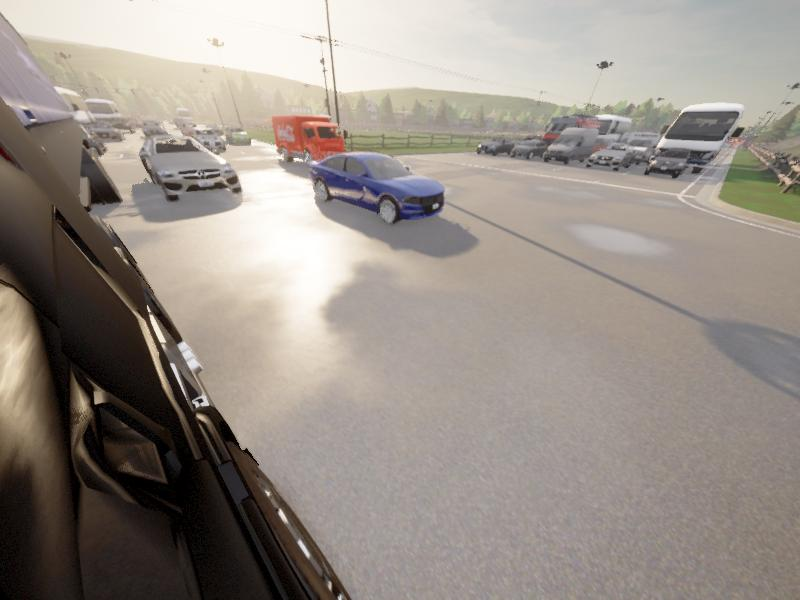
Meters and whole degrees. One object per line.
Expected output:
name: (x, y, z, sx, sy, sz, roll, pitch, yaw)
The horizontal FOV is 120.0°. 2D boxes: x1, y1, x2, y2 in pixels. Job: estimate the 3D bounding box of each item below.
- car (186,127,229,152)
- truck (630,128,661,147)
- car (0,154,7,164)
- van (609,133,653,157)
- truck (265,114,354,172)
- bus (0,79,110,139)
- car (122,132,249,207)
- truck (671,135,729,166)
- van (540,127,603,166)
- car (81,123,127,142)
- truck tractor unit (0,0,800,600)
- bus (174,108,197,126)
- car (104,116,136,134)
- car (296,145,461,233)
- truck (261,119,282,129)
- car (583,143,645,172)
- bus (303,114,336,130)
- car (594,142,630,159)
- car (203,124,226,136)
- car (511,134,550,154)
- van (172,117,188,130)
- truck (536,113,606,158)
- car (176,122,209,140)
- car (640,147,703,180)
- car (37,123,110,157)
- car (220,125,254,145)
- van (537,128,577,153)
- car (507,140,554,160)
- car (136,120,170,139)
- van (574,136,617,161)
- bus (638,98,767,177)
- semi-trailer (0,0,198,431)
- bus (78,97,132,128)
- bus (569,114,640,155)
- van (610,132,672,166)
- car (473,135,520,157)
car: (-16.124, -13.459, 19.326, 1.970, 1.475, 3.806, -26, 45, -32)
truck: (64.632, -42.773, 60.791, 8.468, 3.827, 2.891, -25, 45, -32)
car: (-19.545, -6.367, 9.758, 1.812, 1.442, 4.674, -28, 46, -34)
van: (31.703, -21.348, 31.696, 6.366, 2.431, 2.351, -25, 45, -32)
truck: (-5.546, -9.798, 14.243, 2.627, 2.467, 5.204, -30, 48, -35)
bus: (-36.686, -20.482, 25.166, 3.944, 4.253, 10.273, -25, 45, -31)
car: (-7.913, -5.000, 8.457, 5.027, 1.651, 2.152, 31, 46, 33)
truck: (32.056, -16.079, 24.696, 5.204, 2.467, 2.627, -26, 45, -32)
van: (15.283, -13.702, 20.541, 5.915, 2.561, 1.988, -25, 45, -31)
car: (-28.950, -16.530, 22.761, 1.994, 1.385, 4.181, -25, 45, -31)
truck tractor unit: (-2.645, -0.295, 0.351, 6.516, 4.208, 3.053, 28, 44, 30)
bus: (-70.914, -60.558, 76.352, 3.944, 4.253, 10.273, -25, 45, -31)
car: (-38.572, -24.226, 31.986, 1.905, 1.878, 3.866, -25, 44, -31)
car: (-0.917, -3.773, 7.296, 5.008, 1.535, 1.882, 29, 45, 31)
truck: (-43.026, -59.171, 77.567, 5.204, 2.467, 2.627, -25, 45, -31)
car: (17.183, -11.503, 18.495, 5.027, 1.651, 2.152, -25, 45, -32)
bus: (-29.597, -65.996, 85.899, 10.273, 4.253, 3.944, -25, 45, -31)
car: (25.629, -18.114, 27.884, 4.674, 1.442, 1.812, -25, 45, -32)
car: (-29.293, -26.895, 36.481, 1.994, 1.385, 4.181, -25, 45, -31)
car: (16.102, -19.285, 28.536, 4.605, 1.855, 1.932, -25, 45, -31)
van: (-45.397, -36.402, 47.658, 1.775, 1.987, 4.442, -24, 44, -30)
truck: (20.030, -19.159, 26.974, 8.468, 3.827, 2.891, -25, 45, -32)
car: (-25.122, -20.410, 27.871, 2.242, 1.667, 4.611, -25, 45, -31)
car: (18.771, -9.515, 15.963, 3.988, 1.617, 1.851, -25, 45, -31)
car: (-20.510, -10.233, 14.741, 1.789, 1.549, 3.705, -26, 45, -33)
car: (-17.881, -18.095, 25.329, 2.007, 1.525, 4.514, -25, 45, -31)
van: (22.042, -22.327, 32.356, 5.915, 2.561, 1.988, -25, 45, -32)
car: (13.021, -14.963, 22.952, 4.892, 1.490, 1.837, -25, 45, -32)
car: (-30.022, -20.855, 28.181, 2.242, 1.667, 4.611, -25, 45, -31)
van: (20.630, -15.988, 24.333, 4.442, 1.987, 1.775, -25, 45, -31)
bus: (24.722, -13.239, 19.038, 10.273, 4.253, 3.944, -25, 45, -32)
semi-trailer: (-8.487, -3.738, 4.427, 14.254, 4.402, 2.717, 31, 45, 32)
bus: (-57.797, -36.949, 45.800, 3.944, 4.253, 10.273, -24, 44, -30)
bus: (29.142, -23.494, 32.881, 10.273, 4.253, 3.944, -25, 45, -31)
van: (23.544, -14.798, 22.553, 6.366, 2.431, 2.351, -25, 45, -32)
car: (10.371, -16.519, 24.718, 4.611, 1.667, 2.242, -25, 45, -32)
